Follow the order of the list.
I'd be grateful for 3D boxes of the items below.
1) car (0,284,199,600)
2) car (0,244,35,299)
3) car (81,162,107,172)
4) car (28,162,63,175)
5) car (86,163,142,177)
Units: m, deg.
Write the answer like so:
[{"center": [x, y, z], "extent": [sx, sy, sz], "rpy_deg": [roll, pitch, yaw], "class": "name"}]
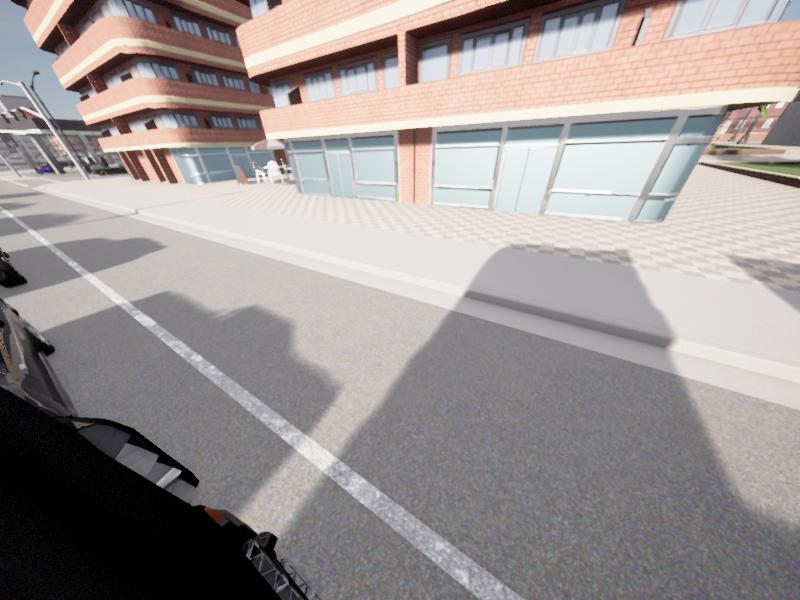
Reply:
[{"center": [-3.820, 0.969, 1.477], "extent": [4.718, 1.301, 1.895], "rpy_deg": [17, 38, 26], "class": "car"}, {"center": [-9.773, -1.015, 4.354], "extent": [4.553, 1.767, 2.097], "rpy_deg": [17, 38, 26], "class": "car"}, {"center": [-58.317, -25.371, 43.980], "extent": [3.806, 1.475, 1.970], "rpy_deg": [17, 38, 26], "class": "car"}, {"center": [-60.575, -22.488, 39.485], "extent": [4.611, 1.667, 2.242], "rpy_deg": [17, 38, 26], "class": "car"}, {"center": [-41.302, -18.864, 33.471], "extent": [1.895, 1.301, 4.718], "rpy_deg": [16, 38, 25], "class": "car"}]
